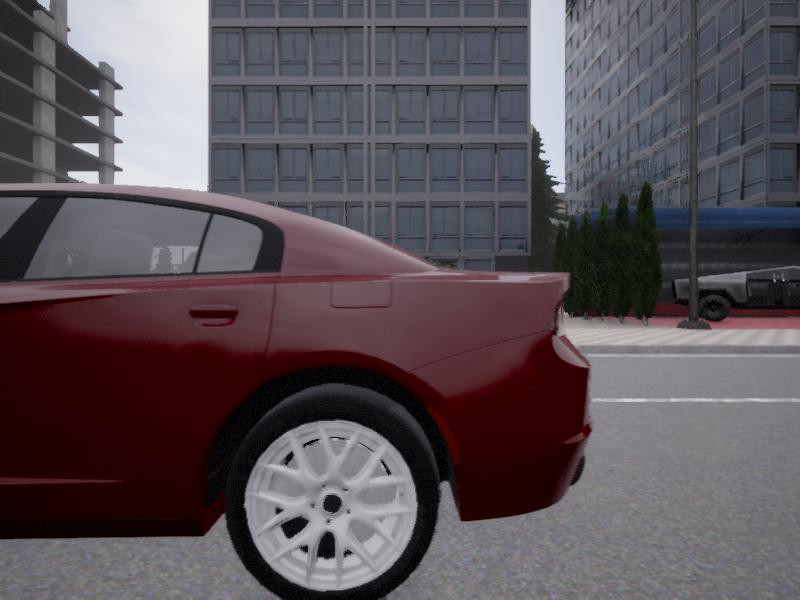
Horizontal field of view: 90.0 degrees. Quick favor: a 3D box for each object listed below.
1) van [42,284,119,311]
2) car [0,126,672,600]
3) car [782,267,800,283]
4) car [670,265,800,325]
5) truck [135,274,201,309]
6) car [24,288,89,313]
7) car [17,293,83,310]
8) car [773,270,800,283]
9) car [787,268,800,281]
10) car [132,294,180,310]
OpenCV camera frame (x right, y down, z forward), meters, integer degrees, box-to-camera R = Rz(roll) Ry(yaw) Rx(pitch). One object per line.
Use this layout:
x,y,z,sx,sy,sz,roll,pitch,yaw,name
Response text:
-30.829,-0.250,38.963,2.351,2.431,6.366,0,0,0,van
-1.650,0.222,2.192,5.008,1.535,1.882,0,0,0,car
15.445,-0.932,14.712,1.642,0.535,1.750,0,0,30,car
14.271,-0.184,15.395,6.274,2.098,2.390,0,0,30,car
-27.310,-0.945,47.719,2.891,3.827,8.468,0,0,0,truck
-27.335,0.019,32.017,1.905,1.878,3.866,0,0,0,car
-34.327,0.169,39.464,1.801,1.575,5.366,0,0,0,car
15.348,-0.925,15.769,0.945,0.468,0.156,0,0,30,car
14.478,-0.926,14.275,0.945,0.468,0.156,0,0,30,car
-23.826,0.207,39.315,2.007,1.525,4.514,0,0,0,car
